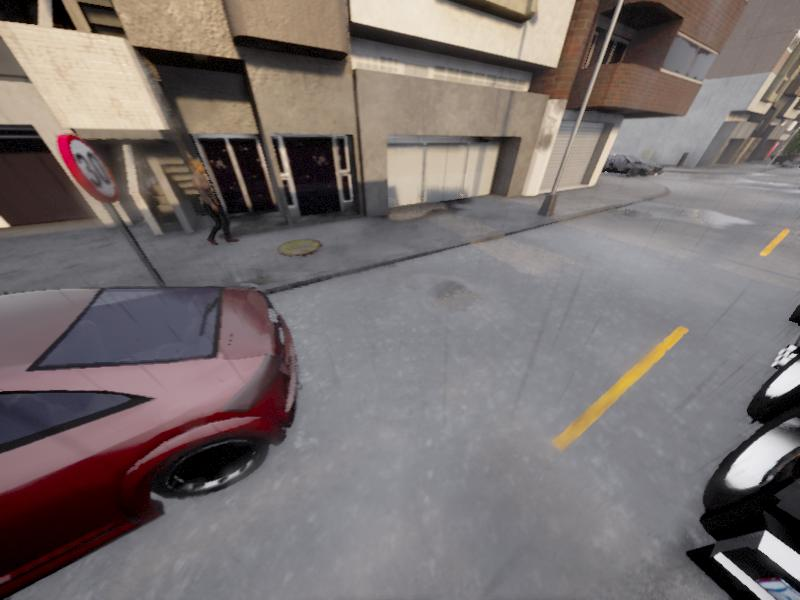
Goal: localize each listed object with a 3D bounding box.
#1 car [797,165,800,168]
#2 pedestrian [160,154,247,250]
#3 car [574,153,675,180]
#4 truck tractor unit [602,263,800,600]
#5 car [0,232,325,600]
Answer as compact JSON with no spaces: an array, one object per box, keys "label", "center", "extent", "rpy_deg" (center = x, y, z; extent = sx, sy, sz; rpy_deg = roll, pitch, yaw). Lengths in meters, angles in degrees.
[{"label":"car","center":[44.141,-14.684,23.900],"extent":[4.553,1.767,2.097],"rpy_deg":[-18,39,-24]},{"label":"pedestrian","center":[-4.314,-2.210,5.288],"extent":[0.751,1.860,0.751],"rpy_deg":[-13,37,-18]},{"label":"car","center":[17.262,-10.664,18.250],"extent":[2.033,1.411,5.357],"rpy_deg":[-13,37,-18]},{"label":"truck tractor unit","center":[5.109,-0.303,0.785],"extent":[6.516,4.208,3.053],"rpy_deg":[-18,39,-24]},{"label":"car","center":[-2.989,0.858,1.546],"extent":[4.181,1.385,1.994],"rpy_deg":[-18,39,-25]}]
